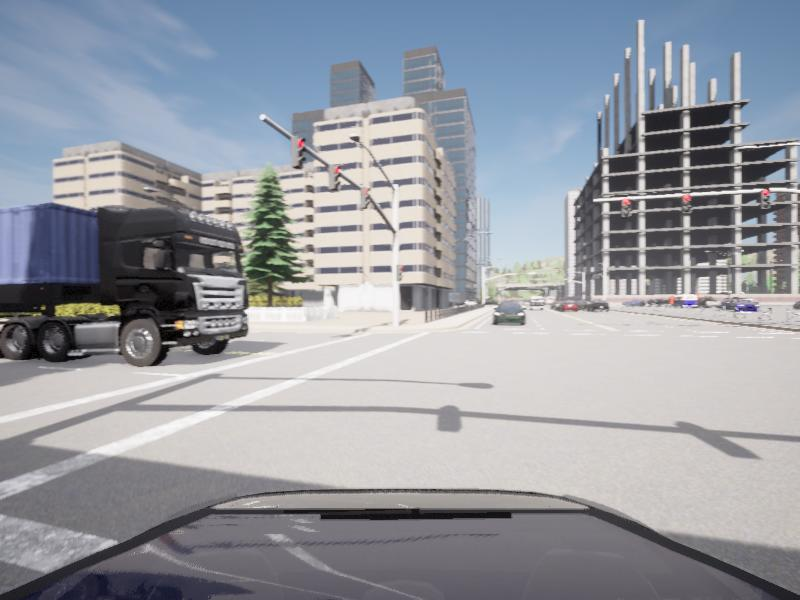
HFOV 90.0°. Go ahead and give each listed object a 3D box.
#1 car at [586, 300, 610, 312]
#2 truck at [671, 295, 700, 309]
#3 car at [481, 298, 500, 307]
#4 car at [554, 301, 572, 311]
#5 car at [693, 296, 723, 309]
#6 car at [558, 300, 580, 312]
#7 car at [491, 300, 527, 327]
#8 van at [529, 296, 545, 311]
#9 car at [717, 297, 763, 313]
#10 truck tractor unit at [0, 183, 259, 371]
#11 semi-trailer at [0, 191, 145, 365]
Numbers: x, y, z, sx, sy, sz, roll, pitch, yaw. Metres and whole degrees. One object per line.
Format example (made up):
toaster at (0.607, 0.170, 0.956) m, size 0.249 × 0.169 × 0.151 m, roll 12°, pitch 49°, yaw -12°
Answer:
car at (25.275, 0.744, 51.132) m, size 1.882 × 1.535 × 5.008 m, roll 0°, pitch 0°, yaw 16°
truck at (42.391, 0.252, 59.539) m, size 2.069 × 2.038 × 4.478 m, roll 0°, pitch 0°, yaw 16°
car at (18.555, 0.572, 81.949) m, size 3.866 × 1.878 × 1.905 m, roll 0°, pitch 0°, yaw 15°
car at (23.613, 0.876, 58.041) m, size 1.895 × 1.301 × 4.718 m, roll 0°, pitch 0°, yaw 16°
car at (45.192, 0.334, 58.800) m, size 1.932 × 1.855 × 4.605 m, roll 0°, pitch 0°, yaw 16°
car at (21.857, 0.788, 51.917) m, size 2.163 × 1.488 × 4.792 m, roll 0°, pitch 0°, yaw 16°
car at (7.264, 0.812, 26.448) m, size 2.038 × 1.542 × 4.974 m, roll 0°, pitch 0°, yaw 17°
van at (20.498, 0.521, 59.886) m, size 2.069 × 2.038 × 4.480 m, roll 0°, pitch 0°, yaw 16°
car at (38.215, 0.526, 45.085) m, size 2.242 × 1.667 × 4.611 m, roll 0°, pitch 0°, yaw 16°
truck tractor unit at (-7.748, -0.480, 11.274) m, size 6.516 × 4.208 × 3.053 m, roll -1°, pitch 0°, yaw 15°
semi-trailer at (-15.361, -0.538, 13.421) m, size 14.254 × 4.402 × 2.717 m, roll 0°, pitch 0°, yaw 16°
